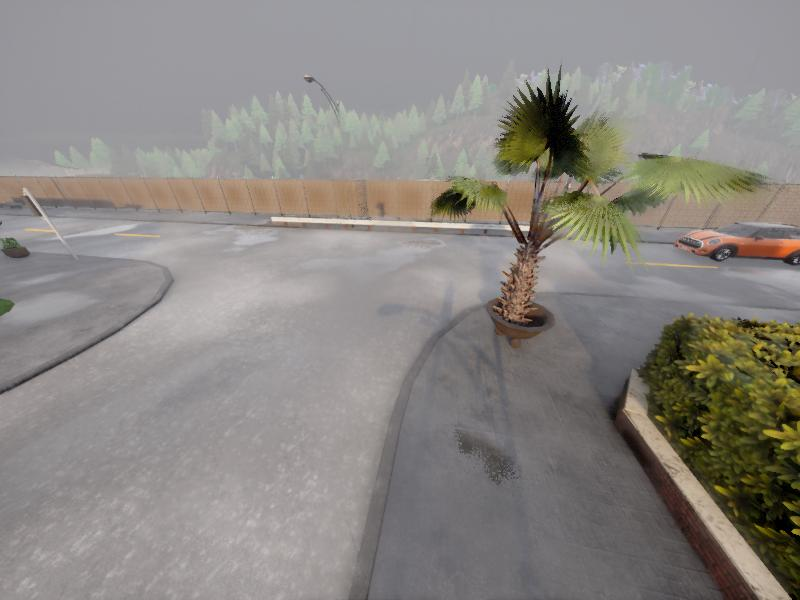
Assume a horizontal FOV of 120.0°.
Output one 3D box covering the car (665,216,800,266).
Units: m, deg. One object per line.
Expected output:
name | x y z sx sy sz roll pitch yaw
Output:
car | 17.471 -3.080 11.753 4.553 1.767 2.097 5 30 9

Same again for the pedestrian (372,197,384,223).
pedestrian | -1.746 -7.245 18.643 0.751 1.860 0.751 6 30 10

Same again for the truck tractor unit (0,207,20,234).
truck tractor unit | -31.443 -6.424 15.126 6.516 4.208 3.053 5 30 9
